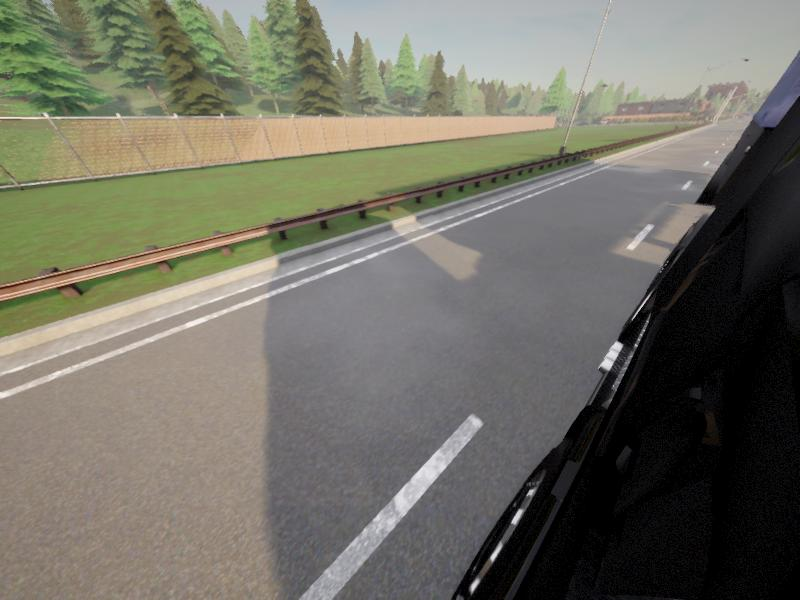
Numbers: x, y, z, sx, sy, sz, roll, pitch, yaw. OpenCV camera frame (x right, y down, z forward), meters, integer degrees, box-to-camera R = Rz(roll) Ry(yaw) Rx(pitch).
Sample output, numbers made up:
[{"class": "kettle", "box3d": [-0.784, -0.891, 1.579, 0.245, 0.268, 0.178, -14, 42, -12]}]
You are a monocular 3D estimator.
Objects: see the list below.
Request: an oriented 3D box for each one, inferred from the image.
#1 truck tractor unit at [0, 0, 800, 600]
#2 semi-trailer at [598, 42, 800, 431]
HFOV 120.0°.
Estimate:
[{"class": "truck tractor unit", "box3d": [2.645, -0.295, 0.351, 6.516, 4.208, 3.053, -28, 44, -30]}, {"class": "semi-trailer", "box3d": [8.691, -3.599, 4.251, 14.254, 4.402, 2.717, -28, 44, -30]}]
